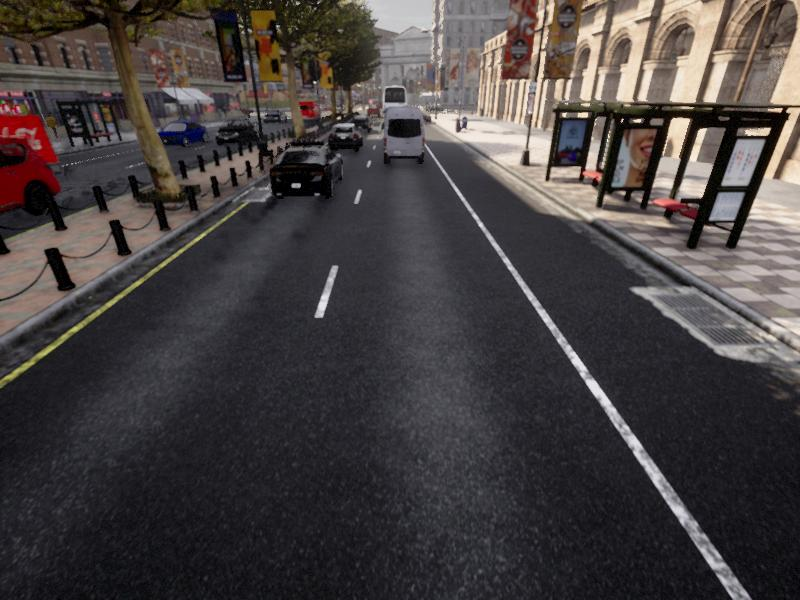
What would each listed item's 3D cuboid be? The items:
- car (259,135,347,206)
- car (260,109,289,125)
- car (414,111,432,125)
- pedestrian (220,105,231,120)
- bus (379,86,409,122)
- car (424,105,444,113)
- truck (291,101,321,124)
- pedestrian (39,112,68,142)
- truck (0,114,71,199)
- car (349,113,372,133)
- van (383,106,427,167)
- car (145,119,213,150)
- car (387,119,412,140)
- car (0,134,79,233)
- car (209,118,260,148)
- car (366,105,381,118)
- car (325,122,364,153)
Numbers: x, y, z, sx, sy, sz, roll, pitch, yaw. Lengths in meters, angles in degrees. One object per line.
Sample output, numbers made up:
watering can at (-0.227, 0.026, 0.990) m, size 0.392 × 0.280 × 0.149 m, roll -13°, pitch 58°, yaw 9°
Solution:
car at (-3.200, -4.828, 14.368) m, size 1.930 × 1.638 × 5.238 m, roll -1°, pitch 27°, yaw -1°
car at (-15.458, -22.664, 49.500) m, size 2.038 × 1.542 × 4.974 m, roll -1°, pitch 27°, yaw -1°
car at (2.798, -22.499, 49.400) m, size 1.895 × 1.301 × 4.718 m, roll -1°, pitch 27°, yaw -1°
pedestrian at (-23.597, -25.330, 53.983) m, size 0.751 × 1.860 × 0.751 m, roll 8°, pitch 28°, yaw 15°
bus at (-0.833, -28.389, 57.725) m, size 3.944 × 4.253 × 10.273 m, roll 0°, pitch 27°, yaw -1°
car at (6.981, -39.392, 82.350) m, size 3.806 × 1.475 × 1.970 m, roll -1°, pitch 27°, yaw -2°
truck at (-12.002, -24.174, 51.438) m, size 2.627 × 2.467 × 5.204 m, roll 0°, pitch 26°, yaw -1°
pedestrian at (-24.380, -12.174, 28.174) m, size 0.751 × 1.860 × 0.751 m, roll -4°, pitch 27°, yaw -7°
truck at (-14.652, -4.772, 13.376) m, size 2.627 × 2.467 × 5.204 m, roll 0°, pitch 26°, yaw -1°
car at (-3.712, -17.057, 38.522) m, size 1.837 × 1.490 × 4.892 m, roll -1°, pitch 27°, yaw -1°
van at (0.156, -8.890, 21.345) m, size 1.988 × 2.561 × 5.915 m, roll -1°, pitch 27°, yaw -1°
car at (-14.975, -11.462, 27.510) m, size 1.882 × 1.535 × 5.008 m, roll 0°, pitch 27°, yaw -1°
car at (-0.094, -14.185, 33.102) m, size 1.895 × 1.301 × 4.718 m, roll -1°, pitch 27°, yaw -1°
car at (-11.075, -2.609, 9.572) m, size 2.150 × 2.045 × 5.566 m, roll 0°, pitch 27°, yaw -1°
car at (-11.485, -11.763, 28.021) m, size 1.851 × 1.617 × 3.988 m, roll 0°, pitch 27°, yaw -1°
car at (-4.337, -31.215, 66.160) m, size 2.152 × 1.651 × 5.027 m, roll 0°, pitch 27°, yaw -1°
car at (-3.436, -10.419, 25.518) m, size 1.970 × 1.475 × 3.806 m, roll -1°, pitch 27°, yaw -1°
